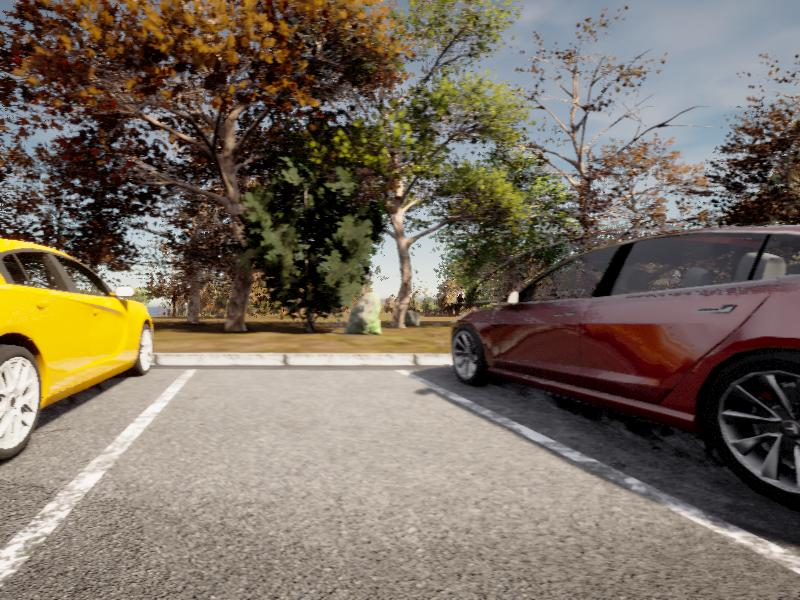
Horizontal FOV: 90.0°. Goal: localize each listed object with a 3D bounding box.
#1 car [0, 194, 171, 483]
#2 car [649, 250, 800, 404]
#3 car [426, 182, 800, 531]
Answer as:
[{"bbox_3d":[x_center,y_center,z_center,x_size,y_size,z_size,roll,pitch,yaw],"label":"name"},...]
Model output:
[{"bbox_3d":[-3.719,0.227,3.501,2.097,1.535,5.008,0,-1,-19],"label":"car"},{"bbox_3d":[5.186,0.262,3.482,2.163,1.488,4.792,1,-1,-20],"label":"car"},{"bbox_3d":[2.192,0.260,3.523,2.163,1.488,4.792,0,-1,-20],"label":"car"}]
